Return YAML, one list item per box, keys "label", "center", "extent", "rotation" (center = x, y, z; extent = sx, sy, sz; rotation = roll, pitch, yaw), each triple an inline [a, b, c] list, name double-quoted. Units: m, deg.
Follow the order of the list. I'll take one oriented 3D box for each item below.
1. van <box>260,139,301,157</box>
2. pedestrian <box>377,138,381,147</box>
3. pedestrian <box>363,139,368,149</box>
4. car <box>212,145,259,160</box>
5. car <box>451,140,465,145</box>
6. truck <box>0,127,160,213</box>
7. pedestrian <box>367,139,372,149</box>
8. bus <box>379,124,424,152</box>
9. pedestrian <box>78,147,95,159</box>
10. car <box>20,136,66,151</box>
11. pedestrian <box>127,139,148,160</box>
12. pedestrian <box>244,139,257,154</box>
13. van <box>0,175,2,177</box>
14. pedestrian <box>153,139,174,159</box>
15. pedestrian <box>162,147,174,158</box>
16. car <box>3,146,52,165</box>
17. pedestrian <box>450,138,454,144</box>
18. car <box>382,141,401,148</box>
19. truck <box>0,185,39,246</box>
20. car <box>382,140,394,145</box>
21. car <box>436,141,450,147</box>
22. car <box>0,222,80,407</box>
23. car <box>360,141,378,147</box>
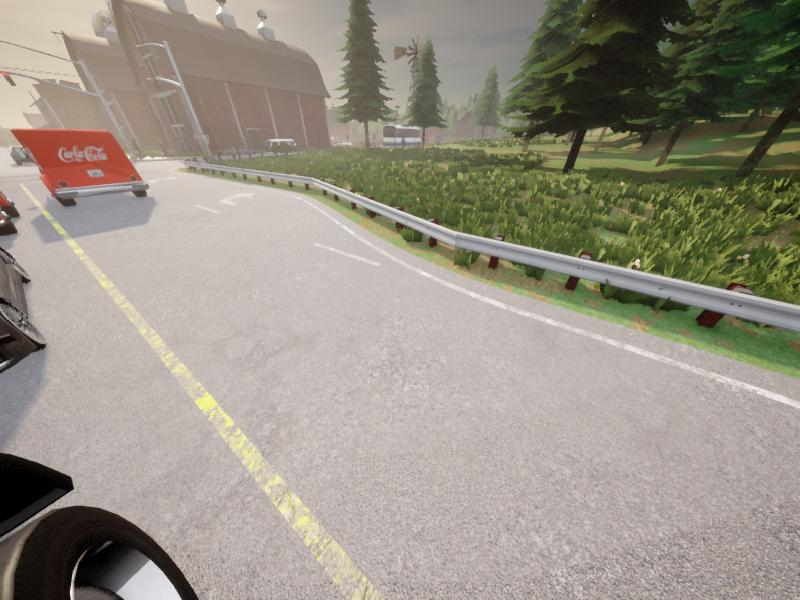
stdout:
- label: "van"
  center: [-17.008, -21.832, 33.085]
  extent: [2.069, 2.038, 4.480]
  rotation: [22, 41, 28]
- label: "pedestrian"
  center: [-5.347, -40.290, 59.236]
  extent: [0.751, 1.860, 0.751]
  rotation: [-25, 42, -31]
- label: "pedestrian"
  center: [-7.449, -33.690, 49.846]
  extent: [0.751, 1.860, 0.751]
  rotation: [28, 44, 33]
- label: "car"
  center: [-20.557, -18.655, 29.129]
  extent: [1.994, 1.385, 4.181]
  rotation: [22, 41, 28]
- label: "car"
  center: [22.798, -62.005, 90.870]
  extent: [5.008, 1.535, 1.882]
  rotation: [22, 41, 28]
- label: "truck"
  center: [-13.313, -5.590, 9.620]
  extent: [5.204, 2.467, 2.627]
  rotation: [22, 40, 27]
- label: "pedestrian"
  center: [-6.761, -34.423, 50.892]
  extent: [0.751, 1.860, 0.751]
  rotation: [27, 43, 32]
- label: "bus"
  center: [0.576, -33.738, 48.201]
  extent: [3.944, 4.253, 10.273]
  rotation: [22, 41, 28]
- label: "pedestrian"
  center: [-33.747, -15.815, 24.882]
  extent: [0.500, 1.100, 0.500]
  rotation: [1, 35, 1]
- label: "car"
  center: [-65.238, -28.687, 42.287]
  extent: [3.866, 1.878, 1.905]
  rotation: [-6, 41, -6]
- label: "pedestrian"
  center: [-28.660, -16.473, 25.239]
  extent: [0.751, 1.860, 0.751]
  rotation: [-25, 42, -31]
- label: "pedestrian"
  center: [-21.607, -22.233, 33.470]
  extent: [0.751, 1.860, 0.751]
  rotation: [21, 40, 27]
- label: "van"
  center: [-28.873, -7.989, 12.887]
  extent: [5.915, 2.561, 1.988]
  rotation: [-22, 39, -29]
- label: "pedestrian"
  center: [-27.102, -17.345, 26.489]
  extent: [0.751, 1.860, 0.751]
  rotation: [18, 39, 23]
- label: "pedestrian"
  center: [-27.406, -17.443, 27.286]
  extent: [0.500, 1.100, 0.500]
  rotation: [16, 38, 21]
- label: "car"
  center: [-36.433, -14.163, 22.589]
  extent: [4.181, 1.385, 1.994]
  rotation: [22, 41, 28]
- label: "pedestrian"
  center: [19.917, -60.683, 88.384]
  extent: [0.751, 1.860, 0.751]
  rotation: [-8, 36, -12]
- label: "car"
  center: [-2.258, -42.079, 62.436]
  extent: [4.792, 1.488, 2.163]
  rotation: [21, 40, 27]
- label: "truck"
  center: [-12.589, -2.885, 5.777]
  extent: [5.204, 2.467, 2.627]
  rotation: [22, 40, 27]
- label: "car"
  center: [-4.504, -60.912, 89.168]
  extent: [4.193, 1.474, 1.816]
  rotation: [16, 38, 21]
- label: "car"
  center: [12.554, -45.814, 67.828]
  extent: [1.837, 1.490, 4.892]
  rotation: [22, 41, 28]
- label: "car"
  center: [-6.375, -0.093, 2.710]
  extent: [4.902, 1.511, 2.128]
  rotation: [22, 41, 28]
- label: "car"
  center: [-8.947, -44.681, 66.095]
  extent: [4.902, 1.511, 2.128]
  rotation: [21, 40, 27]
